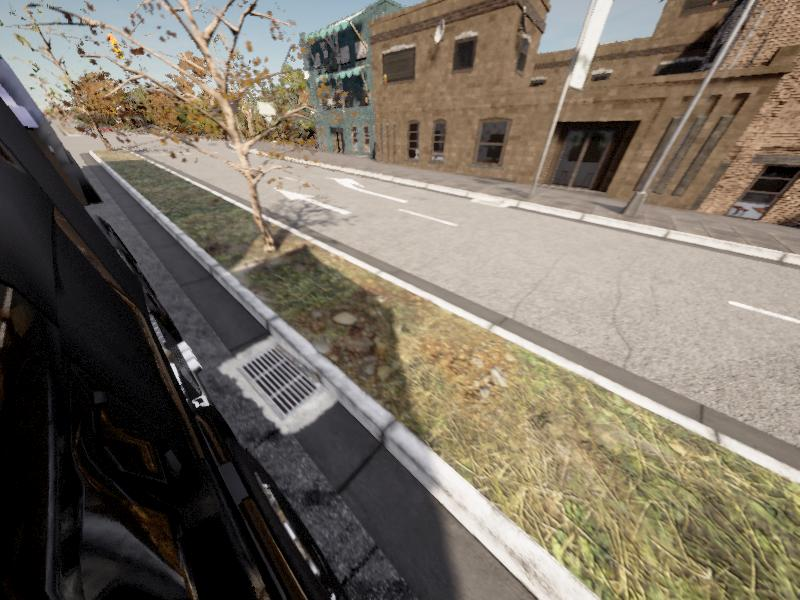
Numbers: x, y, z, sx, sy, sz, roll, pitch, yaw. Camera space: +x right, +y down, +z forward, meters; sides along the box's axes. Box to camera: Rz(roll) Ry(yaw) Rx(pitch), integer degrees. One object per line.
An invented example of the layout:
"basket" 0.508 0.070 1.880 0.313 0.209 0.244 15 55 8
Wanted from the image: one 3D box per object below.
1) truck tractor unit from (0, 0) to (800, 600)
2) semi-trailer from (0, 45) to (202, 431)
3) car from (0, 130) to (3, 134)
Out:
"truck tractor unit" -2.645 -0.295 0.352 6.516 4.208 3.053 28 44 30
"semi-trailer" -8.699 -3.608 4.223 14.254 4.402 2.717 28 44 30
"car" -72.865 -29.097 39.081 1.946 1.575 5.366 13 38 15
